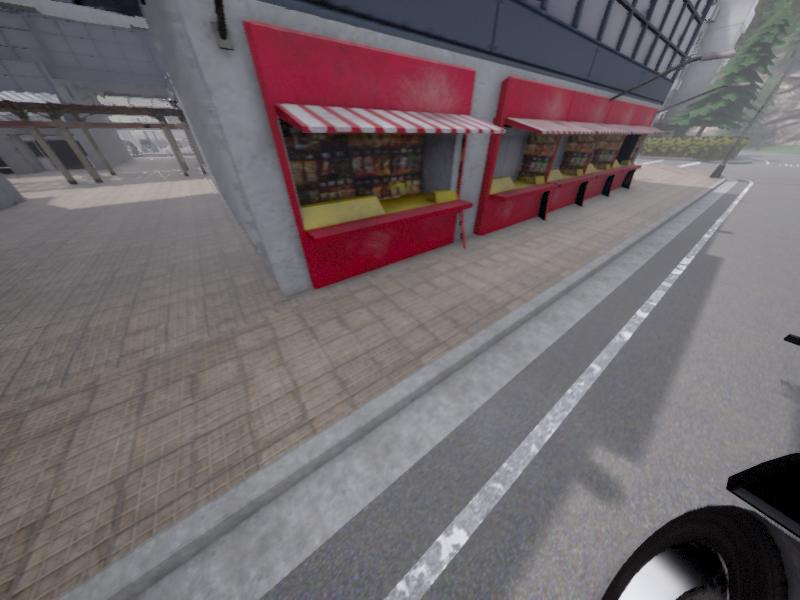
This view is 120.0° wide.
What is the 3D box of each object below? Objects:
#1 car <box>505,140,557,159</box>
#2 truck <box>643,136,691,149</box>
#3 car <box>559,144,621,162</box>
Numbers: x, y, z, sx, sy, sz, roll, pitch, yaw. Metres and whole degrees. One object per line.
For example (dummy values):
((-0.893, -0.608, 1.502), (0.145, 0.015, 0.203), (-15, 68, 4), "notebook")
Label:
((15.339, -17.941, 27.420), (2.242, 1.667, 4.611), (-24, 41, -29), "car")
((53.481, -31.721, 46.528), (2.390, 2.098, 6.274), (-1, 35, -1), "truck")
((19.086, -14.948, 23.411), (1.994, 1.385, 4.181), (-24, 41, -29), "car")
